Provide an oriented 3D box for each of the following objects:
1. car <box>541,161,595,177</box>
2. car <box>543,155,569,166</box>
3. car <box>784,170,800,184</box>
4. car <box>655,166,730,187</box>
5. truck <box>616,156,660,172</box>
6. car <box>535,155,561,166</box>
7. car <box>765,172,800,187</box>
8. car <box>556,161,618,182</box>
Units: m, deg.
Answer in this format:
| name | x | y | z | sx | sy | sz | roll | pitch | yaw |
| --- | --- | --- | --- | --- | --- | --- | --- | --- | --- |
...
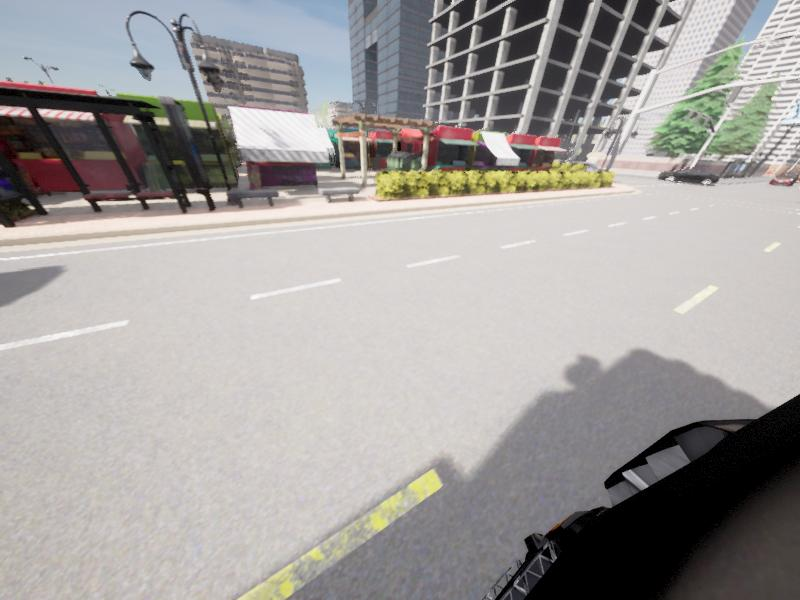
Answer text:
| name | x | y | z | sx | sy | sz | roll | pitch | yaw |
| --- | --- | --- | --- | --- | --- | --- | --- | --- | --- |
| car | 22.253 | -17.544 | 30.846 | 2.033 | 1.411 | 5.357 | -15 | 37 | -25 |
| car | 34.792 | -31.121 | 51.645 | 1.905 | 1.878 | 3.866 | -15 | 37 | -25 |
| car | 65.267 | -19.919 | 37.476 | 4.553 | 1.767 | 2.097 | -15 | 37 | -25 |
| car | 33.840 | -14.468 | 27.007 | 5.008 | 1.535 | 1.882 | 21 | 38 | 24 |
| truck | 48.092 | -27.566 | 46.816 | 2.615 | 2.467 | 5.204 | -15 | 37 | -25 |
| car | 32.215 | -30.432 | 50.406 | 1.905 | 1.878 | 3.866 | -15 | 37 | -25 |
| car | 51.937 | -16.295 | 31.138 | 3.988 | 1.617 | 1.851 | -15 | 37 | -25 |
| car | 21.165 | -14.783 | 26.376 | 2.033 | 1.649 | 4.856 | -15 | 37 | -25 |
